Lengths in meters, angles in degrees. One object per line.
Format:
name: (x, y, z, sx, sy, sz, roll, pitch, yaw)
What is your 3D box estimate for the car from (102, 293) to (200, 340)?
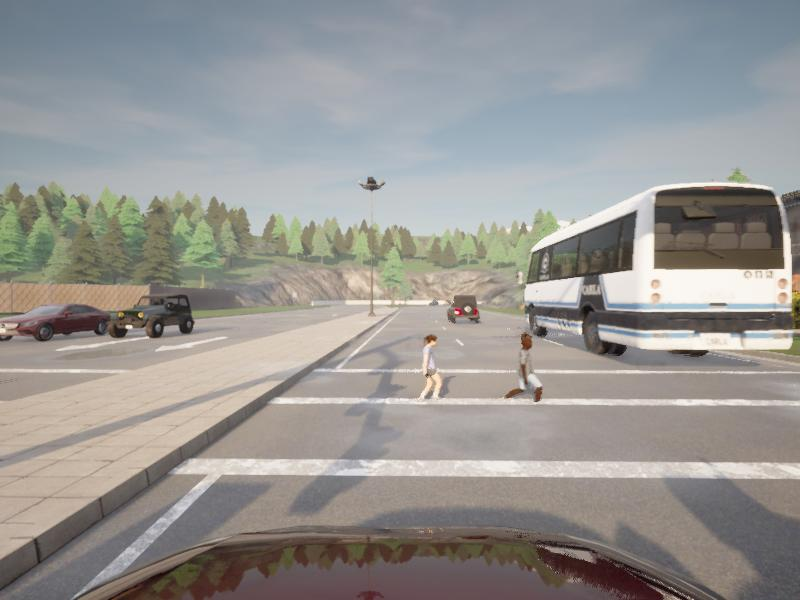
car: (-10.927, 0.646, 17.944, 1.905, 1.878, 3.866, 0, 0, 2)

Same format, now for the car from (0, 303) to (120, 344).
car: (-14.460, 0.869, 16.971, 1.812, 1.442, 4.674, 0, 0, 2)

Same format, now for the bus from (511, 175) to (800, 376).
bus: (7.001, -0.533, 13.639, 3.944, 4.253, 10.273, 0, 0, 2)

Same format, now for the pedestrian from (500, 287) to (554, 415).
pedestrian: (1.970, 0.743, 6.262, 0.751, 1.860, 0.751, 0, 0, 16)

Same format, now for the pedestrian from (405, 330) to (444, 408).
pedestrian: (0.373, 1.046, 6.228, 0.500, 1.100, 0.500, 0, 0, -11)

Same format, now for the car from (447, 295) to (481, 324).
car: (4.409, 0.645, 28.028, 1.905, 1.878, 3.866, 0, 0, 2)
